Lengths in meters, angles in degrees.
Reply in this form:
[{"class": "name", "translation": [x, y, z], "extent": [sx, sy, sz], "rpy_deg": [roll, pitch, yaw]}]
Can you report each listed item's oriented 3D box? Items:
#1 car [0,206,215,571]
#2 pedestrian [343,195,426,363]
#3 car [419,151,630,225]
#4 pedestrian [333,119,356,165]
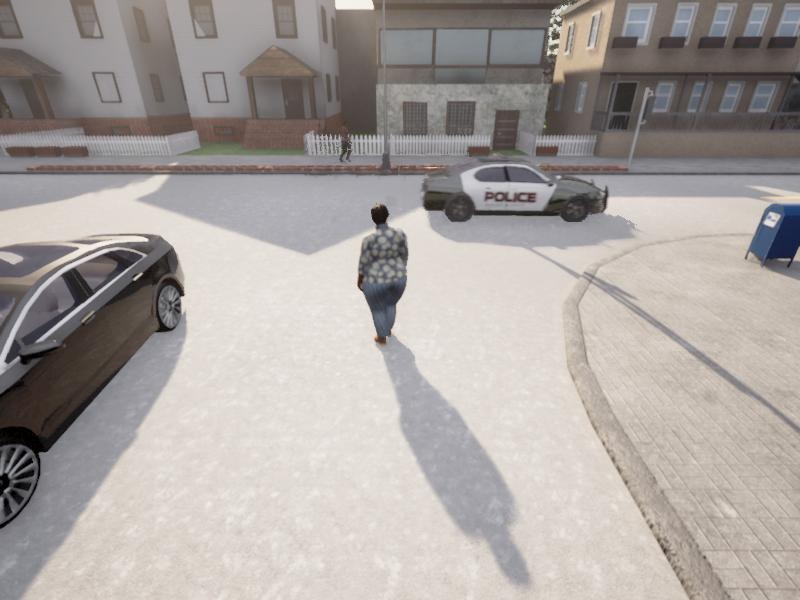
[{"class": "car", "translation": [-4.022, 0.407, 4.133], "extent": [2.128, 1.511, 4.902], "rpy_deg": [-2, 27, -3]}, {"class": "pedestrian", "translation": [-0.198, -0.261, 4.993], "extent": [0.751, 1.860, 0.751], "rpy_deg": [-9, 29, -18]}, {"class": "car", "translation": [3.068, -3.116, 10.932], "extent": [4.974, 1.542, 2.038], "rpy_deg": [0, 27, 0]}, {"class": "pedestrian", "translation": [-2.505, -7.215, 18.242], "extent": [0.751, 1.860, 0.751], "rpy_deg": [4, 28, 8]}]
